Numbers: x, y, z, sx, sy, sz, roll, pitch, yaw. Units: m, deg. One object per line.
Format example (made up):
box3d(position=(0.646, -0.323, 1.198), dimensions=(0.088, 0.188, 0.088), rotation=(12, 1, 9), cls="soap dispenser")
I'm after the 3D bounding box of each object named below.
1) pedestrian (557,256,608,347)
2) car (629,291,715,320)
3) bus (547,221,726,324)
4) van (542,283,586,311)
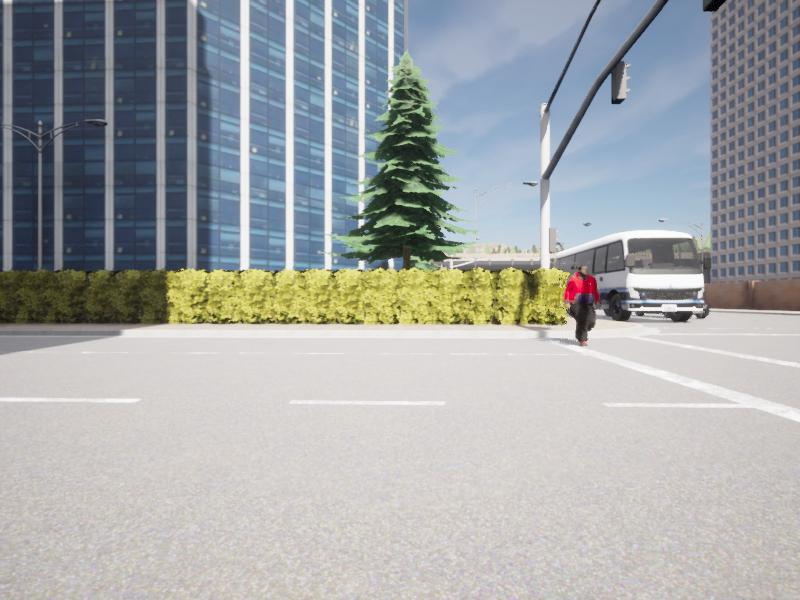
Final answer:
box3d(position=(3.874, 0.037, 8.544), dimensions=(0.751, 1.860, 0.751), rotation=(0, 0, -1), cls="pedestrian")
box3d(position=(15.064, 0.269, 22.536), dimensions=(1.812, 1.442, 4.674), rotation=(0, 0, 2), cls="car")
box3d(position=(11.640, -1.134, 21.660), dimensions=(3.944, 4.253, 10.273), rotation=(0, 0, 2), cls="bus")
box3d(position=(15.705, -0.278, 38.647), dimensions=(1.988, 2.561, 5.915), rotation=(0, 0, 2), cls="van")
